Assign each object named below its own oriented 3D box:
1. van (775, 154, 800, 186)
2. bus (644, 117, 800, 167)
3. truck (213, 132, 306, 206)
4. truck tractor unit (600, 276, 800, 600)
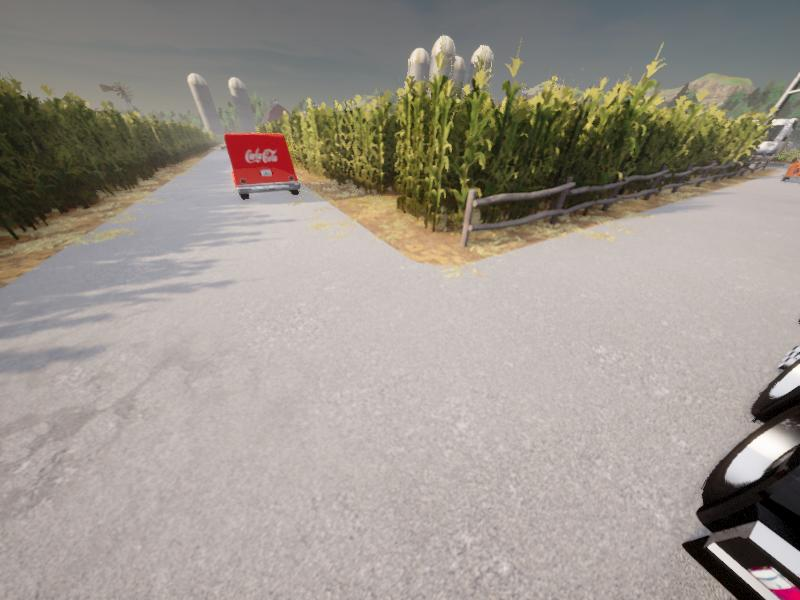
[{"bbox_3d":[27.147,-8.721,15.015,4.442,1.987,1.775,-19,39,-25],"label":"van"},{"bbox_3d":[38.599,-19.367,28.423,3.944,4.253,10.273,-18,39,-24],"label":"bus"},{"bbox_3d":[-6.778,-6.594,11.257,2.627,2.467,5.204,-18,39,-24],"label":"truck"},{"bbox_3d":[5.127,-0.286,0.748,6.516,4.208,3.053,-18,39,-23],"label":"truck tractor unit"}]
